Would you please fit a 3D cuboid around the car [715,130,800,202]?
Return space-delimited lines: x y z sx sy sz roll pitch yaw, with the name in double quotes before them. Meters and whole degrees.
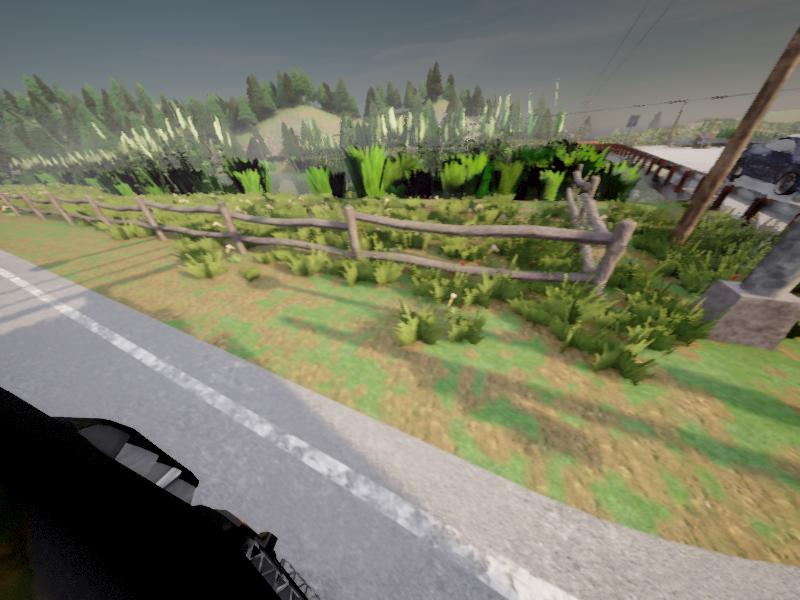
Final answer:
"car" 13.188 -4.500 7.502 1.812 1.442 4.674 14 40 25
